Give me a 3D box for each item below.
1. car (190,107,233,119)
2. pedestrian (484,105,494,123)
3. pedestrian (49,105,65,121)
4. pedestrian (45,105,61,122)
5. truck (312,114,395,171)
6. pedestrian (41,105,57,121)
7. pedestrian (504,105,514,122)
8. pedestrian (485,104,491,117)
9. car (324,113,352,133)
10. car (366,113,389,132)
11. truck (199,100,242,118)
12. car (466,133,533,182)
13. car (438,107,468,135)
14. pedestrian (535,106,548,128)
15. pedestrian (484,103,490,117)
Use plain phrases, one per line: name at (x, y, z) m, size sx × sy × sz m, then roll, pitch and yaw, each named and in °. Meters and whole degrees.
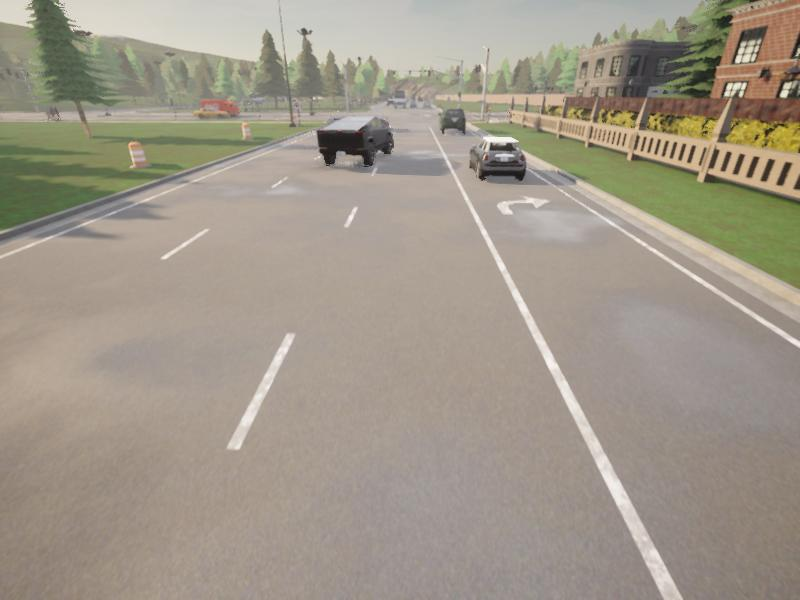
car at (-28.078, -27.953, 59.702) m, size 5.366 × 1.575 × 1.801 m, roll 1°, pitch 27°, yaw 2°
pedestrian at (10.351, -21.790, 46.755) m, size 0.751 × 1.860 × 0.751 m, roll -5°, pitch 27°, yaw -9°
pedestrian at (-43.570, -23.764, 50.852) m, size 0.751 × 1.860 × 0.751 m, roll 3°, pitch 27°, yaw 6°
pedestrian at (-43.509, -23.402, 50.145) m, size 0.751 × 1.860 × 0.751 m, roll 2°, pitch 27°, yaw 4°
truck at (-2.070, -8.264, 20.515) m, size 2.390 × 2.098 × 6.274 m, roll 5°, pitch 28°, yaw 10°
pedestrian at (-44.775, -23.841, 51.008) m, size 0.751 × 1.860 × 0.751 m, roll 3°, pitch 27°, yaw 7°
pedestrian at (12.756, -21.909, 46.977) m, size 0.751 × 1.860 × 0.751 m, roll 1°, pitch 27°, yaw 2°
pedestrian at (13.774, -29.752, 62.777) m, size 0.751 × 1.860 × 0.751 m, roll 4°, pitch 27°, yaw 8°
car at (-5.726, -16.668, 37.633) m, size 1.816 × 1.474 × 4.193 m, roll 1°, pitch 27°, yaw 2°
car at (-2.163, -17.576, 39.425) m, size 1.812 × 1.442 × 4.674 m, roll 1°, pitch 27°, yaw 2°
truck at (-27.955, -29.962, 62.604) m, size 5.204 × 2.467 × 2.627 m, roll 1°, pitch 27°, yaw 2°
car at (4.089, -6.172, 17.084) m, size 1.970 × 1.475 × 3.806 m, roll 1°, pitch 27°, yaw 2°
car at (4.746, -16.443, 36.524) m, size 2.150 × 2.045 × 5.566 m, roll 1°, pitch 27°, yaw 2°
pedestrian at (13.888, -17.958, 39.255) m, size 0.751 × 1.860 × 0.751 m, roll -1°, pitch 27°, yaw -2°
pedestrian at (13.440, -29.397, 61.935) m, size 0.751 × 1.860 × 0.751 m, roll 4°, pitch 27°, yaw 8°
